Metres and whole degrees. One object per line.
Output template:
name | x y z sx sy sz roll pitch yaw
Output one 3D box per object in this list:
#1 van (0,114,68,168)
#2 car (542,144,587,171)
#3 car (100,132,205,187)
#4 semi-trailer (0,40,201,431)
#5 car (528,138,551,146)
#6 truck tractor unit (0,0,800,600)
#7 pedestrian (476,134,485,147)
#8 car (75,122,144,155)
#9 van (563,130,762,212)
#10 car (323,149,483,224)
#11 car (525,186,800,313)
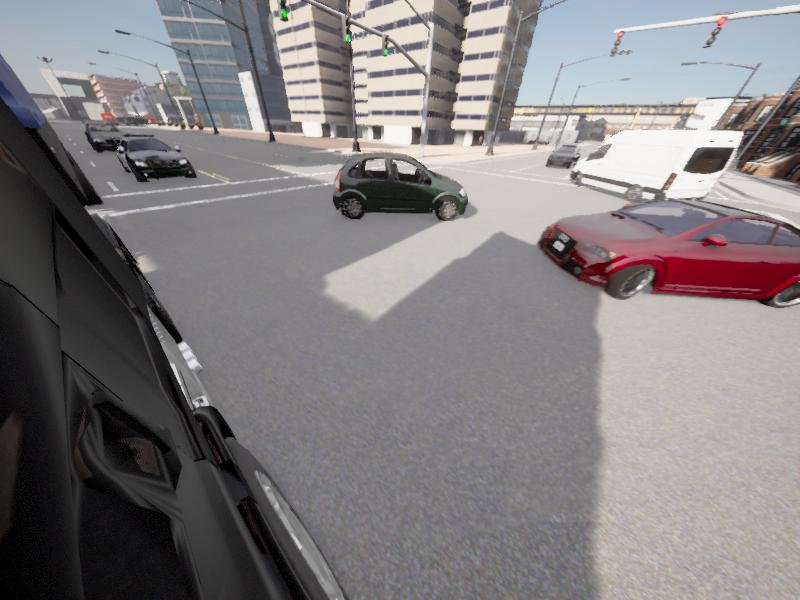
van | -19.207 -8.179 11.768 4.442 1.987 1.775 28 43 30
car | 14.472 -12.573 20.199 1.930 1.638 5.238 28 43 30
car | -11.036 -6.375 10.263 4.974 1.542 2.038 28 44 31
semi-trailer | -8.701 -3.594 4.237 14.254 4.402 2.717 28 43 30
car | 39.533 -44.874 65.583 5.238 1.638 1.930 26 42 29
truck tractor unit | -2.645 -0.295 0.351 6.516 4.208 3.053 28 44 30
pedestrian | 14.623 -28.877 41.906 0.751 1.860 0.751 -20 42 -28
car | -21.065 -11.758 16.734 4.611 1.667 2.242 28 43 30
van | 10.877 -6.300 10.755 1.988 2.561 5.915 -1 37 -2
car | 0.030 -3.441 6.966 3.988 1.617 1.851 -1 37 -5
car | 5.044 -1.045 4.269 4.181 1.385 1.994 4 37 1
